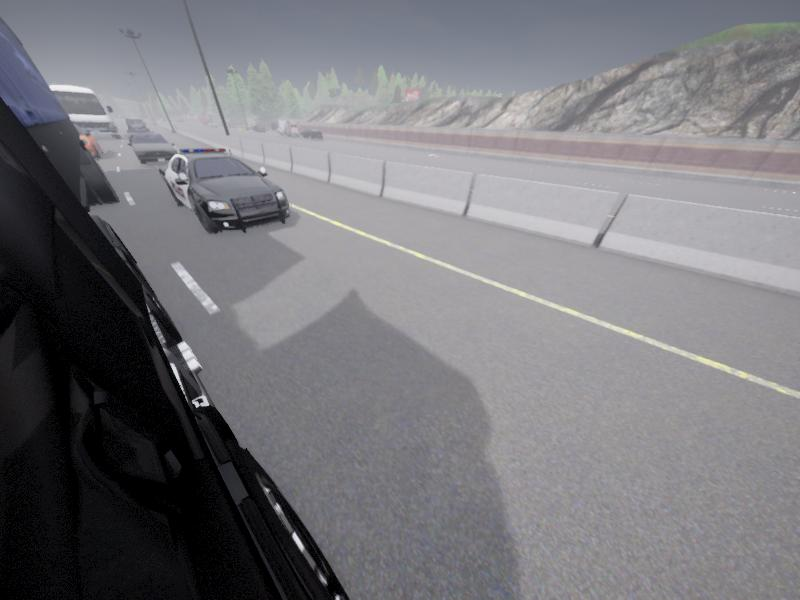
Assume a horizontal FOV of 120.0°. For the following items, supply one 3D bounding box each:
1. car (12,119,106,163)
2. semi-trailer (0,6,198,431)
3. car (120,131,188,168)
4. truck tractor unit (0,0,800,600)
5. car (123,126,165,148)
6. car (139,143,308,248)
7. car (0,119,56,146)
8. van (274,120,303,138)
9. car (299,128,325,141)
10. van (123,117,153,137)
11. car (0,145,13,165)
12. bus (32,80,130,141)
[{"bbox_3d":[-19.514,-9.391,13.545,2.097,1.767,4.553,-28,46,-34],"label":"car"},{"bbox_3d":[-8.525,-3.707,4.406,14.254,4.402,2.717,30,45,32],"label":"semi-trailer"},{"bbox_3d":[-14.680,-9.058,13.723,2.033,1.411,5.357,-29,47,-35],"label":"car"},{"bbox_3d":[-2.645,-0.295,0.352,6.516,4.208,3.053,28,44,30],"label":"truck tractor unit"},{"bbox_3d":[-23.125,-14.756,20.860,1.994,1.385,4.181,-28,46,-34],"label":"car"},{"bbox_3d":[-4.956,-3.222,6.384,4.974,1.542,2.038,30,45,31],"label":"car"},{"bbox_3d":[-30.304,-13.519,18.635,1.882,1.535,5.008,-28,46,-34],"label":"car"},{"bbox_3d":[-21.169,-32.459,43.763,2.351,2.431,6.366,-28,46,-34],"label":"van"},{"bbox_3d":[-14.780,-27.739,38.577,1.882,1.535,5.008,-28,46,-34],"label":"car"},{"bbox_3d":[-33.983,-22.410,29.931,1.775,1.987,4.442,-28,46,-34],"label":"van"},{"bbox_3d":[-20.304,-6.783,10.153,2.152,1.651,5.027,-28,47,-34],"label":"car"},{"bbox_3d":[-33.346,-20.018,24.880,3.944,4.253,10.273,-28,46,-34],"label":"bus"}]
